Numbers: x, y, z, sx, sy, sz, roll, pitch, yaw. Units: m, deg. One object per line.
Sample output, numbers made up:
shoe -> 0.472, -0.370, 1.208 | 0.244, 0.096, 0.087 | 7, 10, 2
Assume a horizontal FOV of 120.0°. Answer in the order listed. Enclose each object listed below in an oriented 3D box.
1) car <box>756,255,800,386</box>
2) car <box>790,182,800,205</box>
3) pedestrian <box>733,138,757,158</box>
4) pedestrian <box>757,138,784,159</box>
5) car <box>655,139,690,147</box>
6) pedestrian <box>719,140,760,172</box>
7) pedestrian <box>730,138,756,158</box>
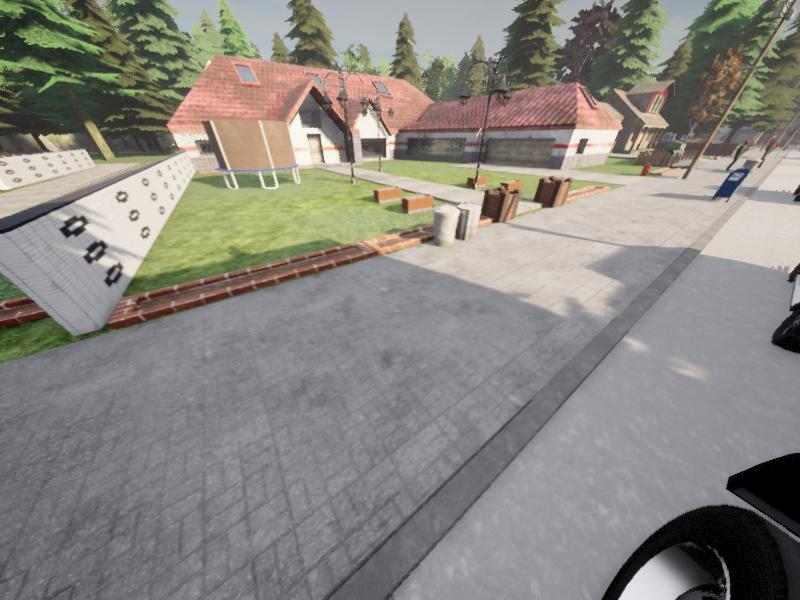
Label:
car -> 6.671, -0.249, 2.575 | 4.605, 1.855, 1.932 | -21, 40, -27
car -> 17.686, -4.815, 8.946 | 3.866, 1.878, 1.905 | -23, 41, -28
pedestrian -> 39.914, -17.626, 26.739 | 0.751, 1.860, 0.751 | -26, 42, -31
pedestrian -> 39.505, -16.150, 24.651 | 0.751, 1.860, 0.751 | -23, 41, -29
car -> 67.000, -38.699, 56.829 | 2.152, 1.651, 5.027 | -22, 41, -28
pedestrian -> 23.960, -10.220, 16.367 | 0.751, 1.860, 0.751 | 26, 43, 32
pedestrian -> 38.304, -16.969, 25.821 | 0.751, 1.860, 0.751 | -23, 41, -29
